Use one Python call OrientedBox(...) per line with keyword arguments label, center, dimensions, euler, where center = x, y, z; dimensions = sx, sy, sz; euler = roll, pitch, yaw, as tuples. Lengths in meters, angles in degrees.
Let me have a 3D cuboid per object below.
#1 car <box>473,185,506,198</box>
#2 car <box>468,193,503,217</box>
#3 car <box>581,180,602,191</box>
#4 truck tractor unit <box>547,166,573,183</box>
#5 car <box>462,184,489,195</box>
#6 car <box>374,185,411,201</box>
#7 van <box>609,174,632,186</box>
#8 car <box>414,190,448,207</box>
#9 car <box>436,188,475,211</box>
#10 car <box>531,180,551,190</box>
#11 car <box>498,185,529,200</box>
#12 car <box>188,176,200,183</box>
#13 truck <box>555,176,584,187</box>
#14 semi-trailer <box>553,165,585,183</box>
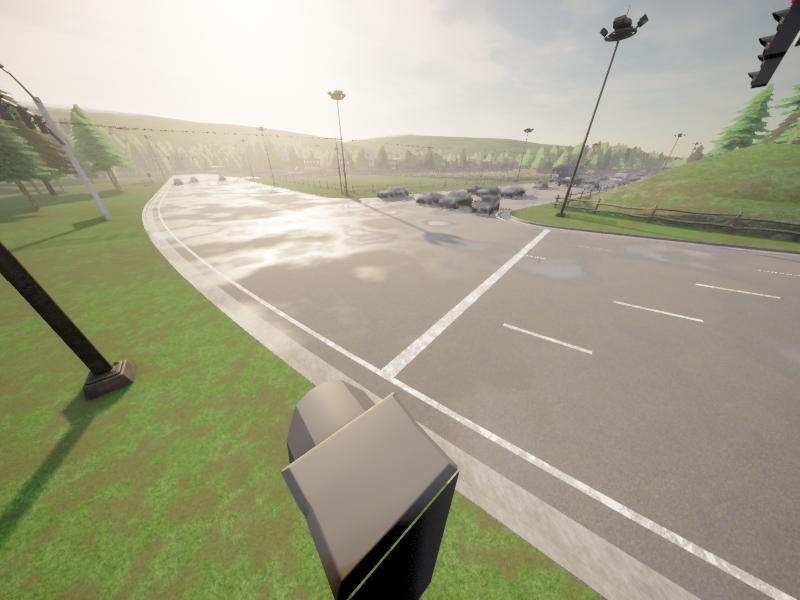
OrientedBox(label="car", center=(13.958, -16.960, 35.987), dimensions=(5.357, 1.411, 2.033), euler=(-23, 37, -34))
OrientedBox(label="car", center=(8.595, -9.553, 23.026), dimensions=(2.007, 1.525, 4.514), euler=(18, 34, 28))
OrientedBox(label="car", center=(37.416, -22.334, 45.081), dimensions=(3.988, 1.617, 1.851), euler=(-23, 37, -34))
OrientedBox(label="truck tractor unit", center=(46.099, -36.254, 66.580), dimensions=(6.516, 4.208, 3.053), euler=(-23, 37, -34))
OrientedBox(label="car", center=(12.850, -18.737, 39.163), dimensions=(4.718, 1.301, 1.895), euler=(-23, 37, -34))
OrientedBox(label="car", center=(-0.987, -15.228, 32.740), dimensions=(5.238, 1.638, 1.930), euler=(-25, 38, -37))
OrientedBox(label="van", center=(55.065, -30.101, 57.715), dimensions=(6.366, 2.431, 2.351), euler=(-23, 37, -34))
OrientedBox(label="car", center=(3.805, -12.452, 28.205), dimensions=(1.994, 1.385, 4.181), euler=(26, 39, 37))
OrientedBox(label="car", center=(6.166, -11.230, 25.662), dimensions=(2.097, 1.767, 4.553), euler=(24, 38, 35))
OrientedBox(label="car", center=(28.265, -23.061, 46.342), dimensions=(3.988, 1.617, 1.851), euler=(-23, 37, -34))
OrientedBox(label="car", center=(16.717, -15.895, 33.999), dimensions=(5.008, 1.535, 1.882), euler=(-23, 37, -34))
OrientedBox(label="car", center=(-60.263, -35.249, 67.615), dimensions=(2.128, 1.511, 4.902), euler=(-22, 37, -33))
OrientedBox(label="truck", center=(39.382, -27.541, 53.609), dimensions=(6.274, 2.098, 2.390), euler=(-17, 34, -27))
OrientedBox(label="semi-trailer", center=(52.161, -38.885, 70.938), dimensions=(14.254, 4.402, 2.717), euler=(-23, 37, -34))
